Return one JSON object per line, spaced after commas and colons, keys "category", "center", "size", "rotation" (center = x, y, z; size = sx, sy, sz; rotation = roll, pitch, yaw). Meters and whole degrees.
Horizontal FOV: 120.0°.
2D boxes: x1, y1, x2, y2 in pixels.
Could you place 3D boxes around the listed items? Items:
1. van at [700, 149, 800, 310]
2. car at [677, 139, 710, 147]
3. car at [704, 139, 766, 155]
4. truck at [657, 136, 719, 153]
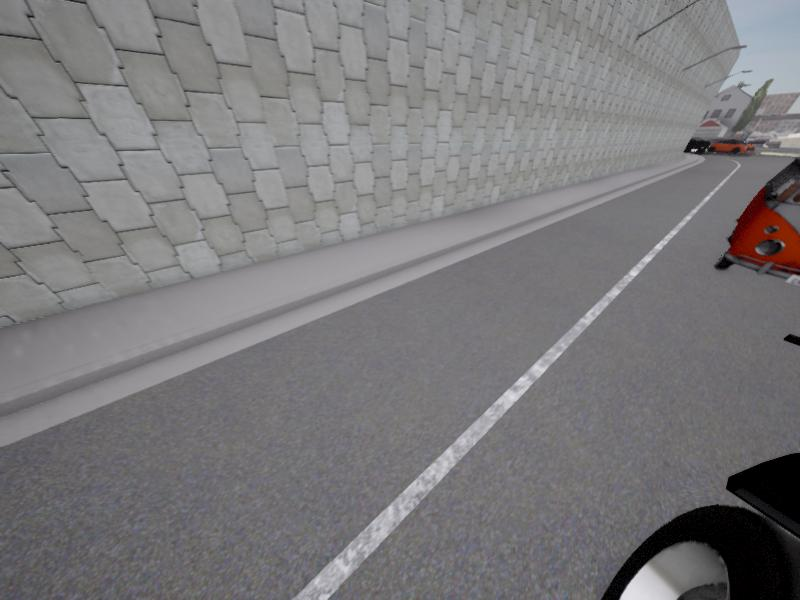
{"category": "van", "center": [7.922, -1.528, 4.282], "size": [4.442, 1.987, 1.775], "rotation": [-24, 42, -30]}
{"category": "car", "center": [68.540, -36.679, 53.989], "size": [4.892, 1.490, 1.837], "rotation": [-1, 35, -1]}
{"category": "car", "center": [48.784, -22.516, 33.846], "size": [2.097, 1.767, 4.553], "rotation": [-2, 35, -2]}
{"category": "truck", "center": [45.487, -24.835, 36.880], "size": [2.390, 2.098, 6.274], "rotation": [3, 35, 4]}
